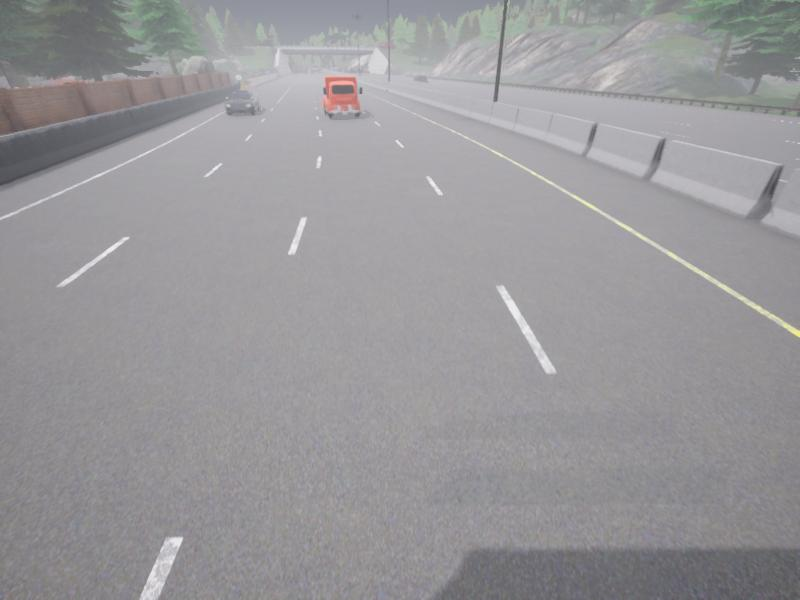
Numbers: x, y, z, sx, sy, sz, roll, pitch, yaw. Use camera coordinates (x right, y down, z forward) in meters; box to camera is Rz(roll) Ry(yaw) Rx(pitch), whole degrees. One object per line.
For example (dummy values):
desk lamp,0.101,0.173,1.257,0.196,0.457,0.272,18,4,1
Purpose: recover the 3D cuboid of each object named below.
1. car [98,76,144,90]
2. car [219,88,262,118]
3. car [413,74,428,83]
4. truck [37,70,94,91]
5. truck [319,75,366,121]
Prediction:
car,-40.716,-31.673,58.414,4.856,1.649,2.033,-6,31,-9
car,-11.575,-14.534,29.393,2.038,1.542,4.974,-6,31,-10
car,4.295,-46.747,84.296,1.882,1.535,5.008,-6,31,-10
truck,-47.606,-31.358,57.096,5.204,2.467,2.627,-5,31,-9
truck,-4.038,-13.946,27.412,2.627,2.467,5.204,-6,31,-10
